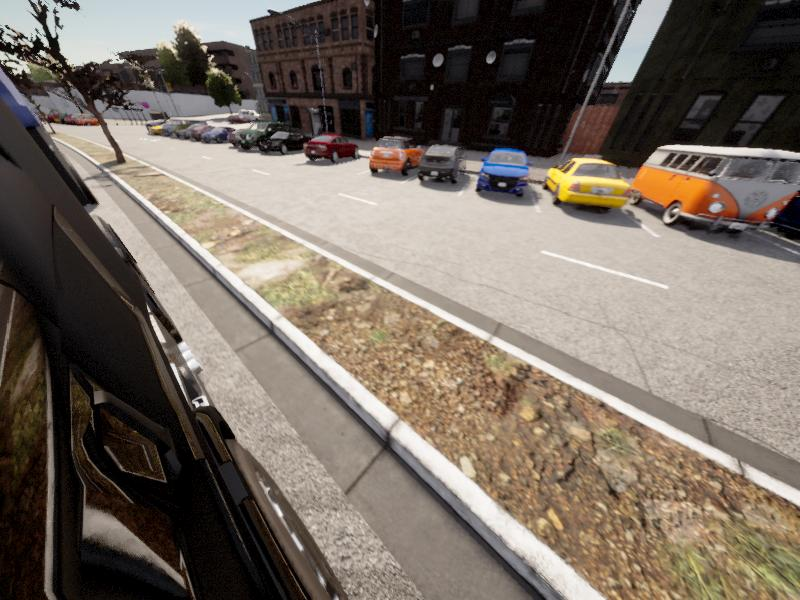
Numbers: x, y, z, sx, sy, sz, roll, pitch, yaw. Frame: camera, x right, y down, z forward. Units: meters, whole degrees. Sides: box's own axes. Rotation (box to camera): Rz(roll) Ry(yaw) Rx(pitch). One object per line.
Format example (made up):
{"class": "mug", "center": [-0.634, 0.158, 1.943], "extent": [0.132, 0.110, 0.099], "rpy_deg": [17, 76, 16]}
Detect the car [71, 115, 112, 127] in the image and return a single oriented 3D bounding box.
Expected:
{"class": "car", "center": [-65.243, -37.914, 48.995], "extent": [2.185, 1.767, 4.553], "rpy_deg": [8, 37, 7]}

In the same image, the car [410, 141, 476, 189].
{"class": "car", "center": [2.349, -7.097, 11.837], "extent": [2.231, 1.521, 4.892], "rpy_deg": [14, 38, 15]}

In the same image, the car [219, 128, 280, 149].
{"class": "car", "center": [-14.121, -15.503, 22.106], "extent": [2.002, 1.452, 4.674], "rpy_deg": [12, 37, 13]}

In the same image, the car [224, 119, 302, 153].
{"class": "car", "center": [-11.721, -14.541, 20.482], "extent": [2.435, 2.045, 5.566], "rpy_deg": [13, 38, 13]}

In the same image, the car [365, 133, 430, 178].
{"class": "car", "center": [0.027, -8.420, 13.248], "extent": [2.185, 1.767, 4.553], "rpy_deg": [13, 38, 14]}

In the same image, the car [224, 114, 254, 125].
{"class": "car", "center": [-33.105, -37.232, 47.619], "extent": [4.674, 1.452, 2.002], "rpy_deg": [8, 43, 7]}

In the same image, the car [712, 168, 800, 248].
{"class": "car", "center": [11.549, -2.145, 5.843], "extent": [2.163, 1.488, 4.792], "rpy_deg": [14, 38, 15]}

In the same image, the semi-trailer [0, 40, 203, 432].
{"class": "semi-trailer", "center": [-8.753, -3.561, 4.180], "extent": [14.254, 4.402, 2.717], "rpy_deg": [27, 44, 29]}

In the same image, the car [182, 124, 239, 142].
{"class": "car", "center": [-21.346, -18.992, 26.320], "extent": [2.002, 1.452, 4.674], "rpy_deg": [11, 37, 12]}

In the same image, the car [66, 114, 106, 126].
{"class": "car", "center": [-67.840, -38.940, 50.034], "extent": [1.878, 1.987, 4.442], "rpy_deg": [8, 37, 7]}

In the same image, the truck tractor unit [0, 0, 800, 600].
{"class": "truck tractor unit", "center": [-2.645, -0.295, 0.351], "extent": [6.516, 4.208, 3.053], "rpy_deg": [28, 44, 30]}

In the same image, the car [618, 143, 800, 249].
{"class": "car", "center": [9.228, -3.511, 7.095], "extent": [1.878, 1.987, 4.442], "rpy_deg": [15, 38, 15]}

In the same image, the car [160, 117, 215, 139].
{"class": "car", "center": [-26.228, -21.425, 28.825], "extent": [1.878, 1.987, 4.442], "rpy_deg": [11, 37, 11]}

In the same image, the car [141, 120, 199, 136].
{"class": "car", "center": [-31.168, -23.456, 31.606], "extent": [1.946, 1.575, 5.366], "rpy_deg": [11, 37, 10]}

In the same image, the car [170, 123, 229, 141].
{"class": "car", "center": [-23.764, -20.174, 27.685], "extent": [2.231, 1.521, 4.892], "rpy_deg": [12, 37, 11]}

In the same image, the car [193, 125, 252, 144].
{"class": "car", "center": [-18.920, -17.839, 24.930], "extent": [2.002, 1.452, 4.674], "rpy_deg": [12, 37, 12]}

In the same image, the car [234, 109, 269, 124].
{"class": "car", "center": [-31.559, -39.204, 49.353], "extent": [5.566, 2.045, 2.435], "rpy_deg": [8, 43, 7]}

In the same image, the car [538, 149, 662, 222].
{"class": "car", "center": [7.023, -4.740, 8.975], "extent": [1.946, 1.575, 5.366], "rpy_deg": [14, 38, 15]}

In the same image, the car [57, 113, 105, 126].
{"class": "car", "center": [-70.422, -39.996, 51.240], "extent": [2.435, 2.045, 5.566], "rpy_deg": [8, 37, 6]}

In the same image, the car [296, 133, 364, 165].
{"class": "car", "center": [-4.642, -10.764, 16.297], "extent": [2.097, 1.535, 5.008], "rpy_deg": [13, 38, 14]}

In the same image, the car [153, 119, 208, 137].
{"class": "car", "center": [-28.644, -22.557, 30.357], "extent": [2.185, 1.767, 4.553], "rpy_deg": [11, 37, 11]}

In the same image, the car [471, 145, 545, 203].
{"class": "car", "center": [4.673, -5.875, 10.347], "extent": [2.097, 1.535, 5.008], "rpy_deg": [14, 38, 14]}

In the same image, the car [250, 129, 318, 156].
{"class": "car", "center": [-9.347, -13.169, 19.218], "extent": [2.097, 1.535, 5.008], "rpy_deg": [13, 38, 13]}

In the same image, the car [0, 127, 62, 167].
{"class": "car", "center": [-19.961, -8.054, 12.040], "extent": [4.181, 1.385, 1.994], "rpy_deg": [26, 43, 28]}

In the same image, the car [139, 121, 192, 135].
{"class": "car", "center": [-33.452, -24.713, 33.210], "extent": [2.163, 1.488, 4.792], "rpy_deg": [10, 37, 11]}
